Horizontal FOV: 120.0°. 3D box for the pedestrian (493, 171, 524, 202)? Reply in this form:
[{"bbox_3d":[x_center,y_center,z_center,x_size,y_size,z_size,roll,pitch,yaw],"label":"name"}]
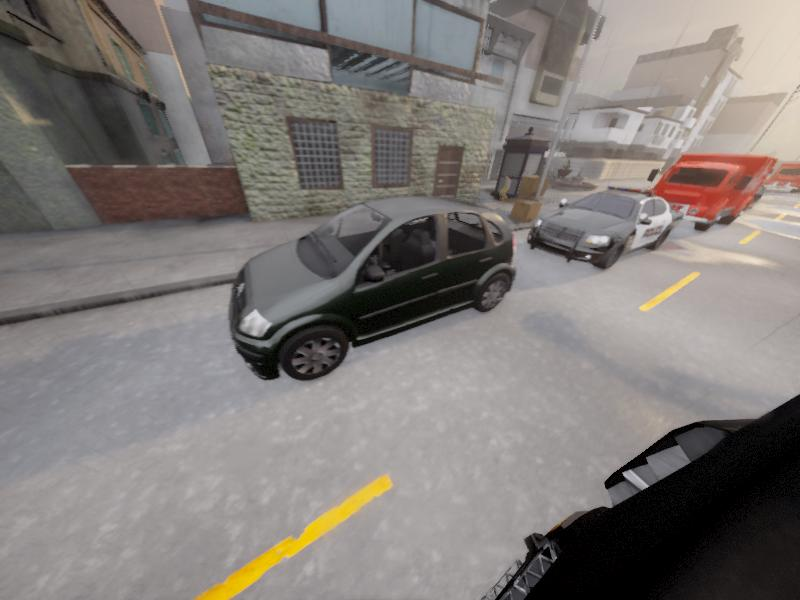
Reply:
[{"bbox_3d":[5.320,-5.617,11.420,0.751,1.300,0.751,-8,35,-15],"label":"pedestrian"}]

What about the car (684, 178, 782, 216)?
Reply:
[{"bbox_3d":[18.880,-5.951,13.083,5.357,1.411,2.033,-16,38,-26],"label":"car"}]

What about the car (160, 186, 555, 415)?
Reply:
[{"bbox_3d":[-0.151,-0.530,3.296,3.988,1.617,1.851,-16,38,-26],"label":"car"}]

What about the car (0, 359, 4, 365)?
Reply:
[{"bbox_3d":[-5.818,1.037,0.342,4.553,1.767,2.097,-16,38,-26],"label":"car"}]

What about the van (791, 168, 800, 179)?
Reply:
[{"bbox_3d":[88.359,-26.911,49.331,1.775,1.987,4.442,7,34,6],"label":"van"}]

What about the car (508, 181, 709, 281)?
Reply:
[{"bbox_3d":[5.666,-2.182,6.291,4.974,1.542,2.038,-16,38,-26],"label":"car"}]

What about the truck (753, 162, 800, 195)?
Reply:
[{"bbox_3d":[38.505,-12.071,22.809,5.204,2.467,2.627,-16,38,-26],"label":"truck"}]

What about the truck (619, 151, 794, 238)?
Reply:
[{"bbox_3d":[12.334,-4.499,9.426,5.204,2.467,2.627,-16,38,-26],"label":"truck"}]
